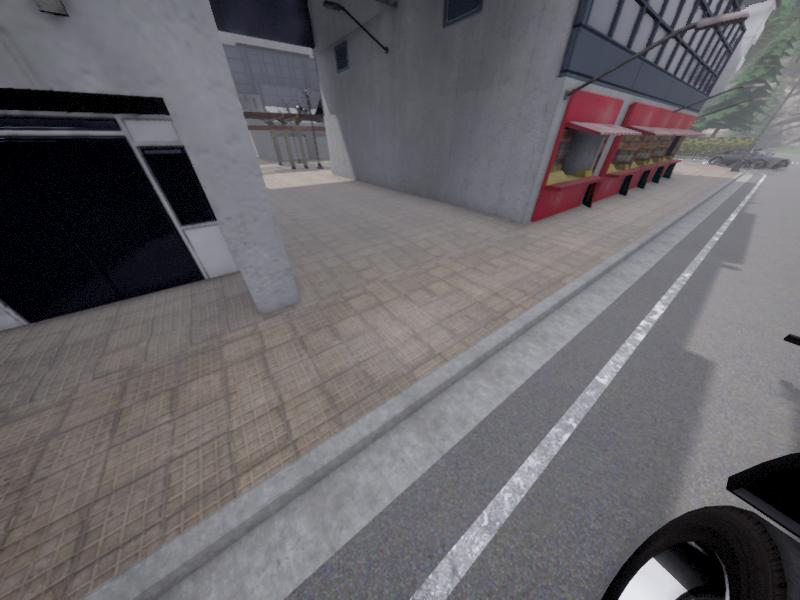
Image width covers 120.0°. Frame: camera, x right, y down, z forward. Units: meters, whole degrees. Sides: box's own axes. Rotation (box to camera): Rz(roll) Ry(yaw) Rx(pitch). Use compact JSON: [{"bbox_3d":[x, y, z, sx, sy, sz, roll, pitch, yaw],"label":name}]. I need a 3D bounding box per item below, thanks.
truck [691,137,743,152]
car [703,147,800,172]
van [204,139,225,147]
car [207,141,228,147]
[{"bbox_3d":[58.149,-28.768,42.634,2.390,2.098,6.274,10,36,14],"label":"truck"},{"bbox_3d":[28.923,-11.685,19.095,1.994,1.385,4.181,-5,36,-8],"label":"car"},{"bbox_3d":[-58.987,-49.969,73.514,4.480,2.038,2.069,-23,41,-29],"label":"van"},{"bbox_3d":[-64.041,-54.927,81.192,2.152,1.651,5.027,25,42,31],"label":"car"}]
